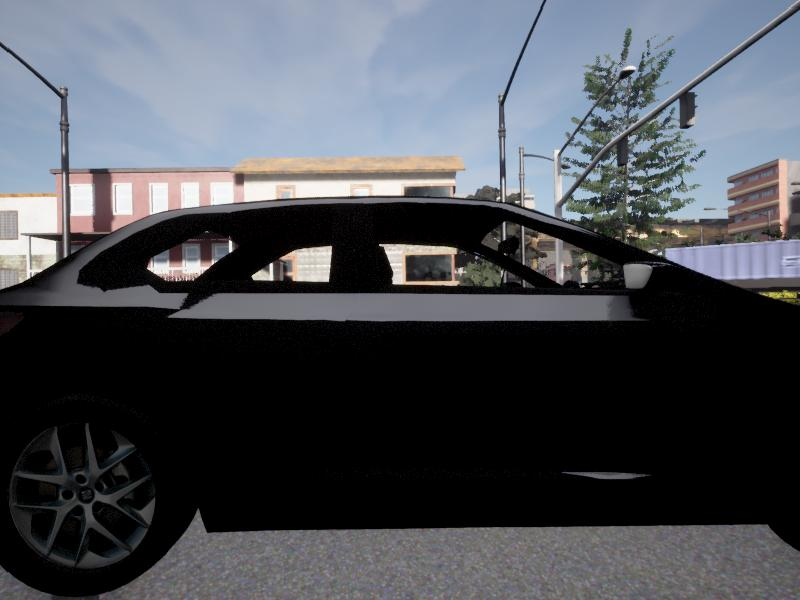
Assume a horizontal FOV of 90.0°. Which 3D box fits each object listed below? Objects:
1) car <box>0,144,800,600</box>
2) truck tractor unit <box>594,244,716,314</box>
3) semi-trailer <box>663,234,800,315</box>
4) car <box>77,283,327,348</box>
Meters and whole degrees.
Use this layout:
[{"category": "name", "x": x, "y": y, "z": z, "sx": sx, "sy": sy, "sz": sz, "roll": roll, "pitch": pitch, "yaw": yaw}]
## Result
[{"category": "car", "x": 0.342, "y": 0.254, "z": 2.184, "sx": 4.193, "sy": 1.474, "sz": 1.816, "roll": 0, "pitch": 0, "yaw": -1}, {"category": "truck tractor unit", "x": 17.244, "y": -1.224, "z": 27.299, "sx": 6.516, "sy": 4.208, "sz": 3.053, "roll": -1, "pitch": 0, "yaw": 43}, {"category": "semi-trailer", "x": 23.353, "y": -1.433, "z": 22.281, "sx": 14.254, "sy": 4.402, "sz": 2.717, "roll": -1, "pitch": 0, "yaw": 38}, {"category": "car", "x": -4.181, "y": 0.326, "z": 9.083, "sx": 4.718, "sy": 1.301, "sz": 1.895, "roll": 0, "pitch": 0, "yaw": -1}]
